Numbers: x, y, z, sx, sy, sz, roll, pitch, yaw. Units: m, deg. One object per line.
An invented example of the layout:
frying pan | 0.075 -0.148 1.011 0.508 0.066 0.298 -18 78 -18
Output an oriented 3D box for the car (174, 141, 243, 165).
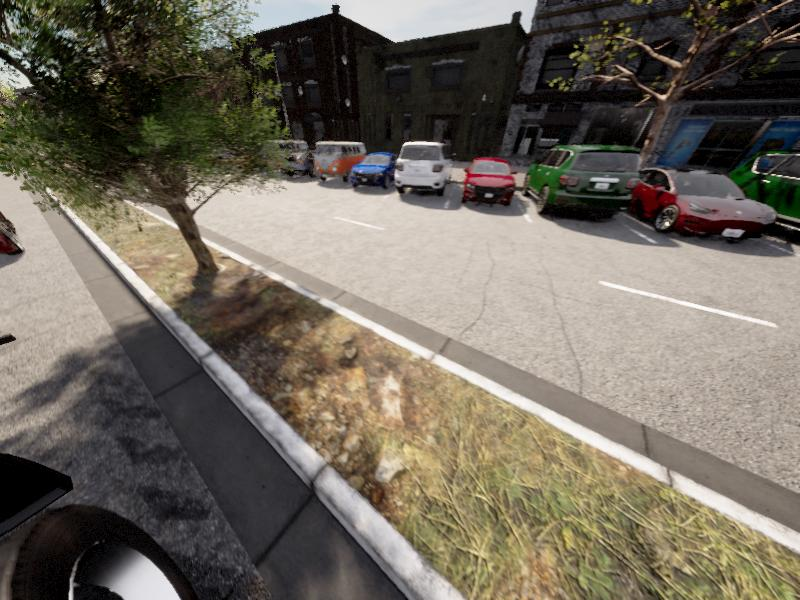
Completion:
car | -18.420 -14.473 22.588 2.185 1.767 4.553 8 35 11

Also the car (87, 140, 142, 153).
car | -43.940 -23.841 35.763 2.231 1.521 4.892 7 35 8

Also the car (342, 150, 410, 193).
car | -1.061 -7.357 12.937 2.097 1.535 5.008 10 36 12

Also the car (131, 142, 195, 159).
car | -28.503 -18.273 28.062 2.097 1.535 5.008 8 35 10

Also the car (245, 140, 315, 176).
car | -8.486 -10.506 16.915 1.878 1.987 4.442 9 35 11

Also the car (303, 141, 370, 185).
car | -3.548 -8.488 14.115 1.878 1.987 4.442 10 35 12

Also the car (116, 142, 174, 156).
car | -33.621 -20.128 30.697 2.002 1.452 4.674 7 35 9

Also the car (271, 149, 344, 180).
car | -5.988 -9.369 15.780 2.163 1.488 4.792 9 35 12

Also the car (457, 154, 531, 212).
car | 3.859 -5.339 10.136 2.097 1.535 5.008 10 36 12

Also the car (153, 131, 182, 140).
car | -55.858 -39.460 55.500 4.674 1.452 2.002 3 41 3

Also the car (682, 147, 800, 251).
car | 11.239 -2.500 5.766 2.435 2.045 5.566 10 36 12

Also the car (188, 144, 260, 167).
car | -15.915 -13.383 21.295 2.231 1.521 4.892 9 35 11

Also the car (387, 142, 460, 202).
car | 1.404 -6.569 11.415 2.435 2.045 5.566 9 35 12

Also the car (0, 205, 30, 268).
car | -10.278 -1.620 4.895 4.181 1.385 1.994 22 41 28

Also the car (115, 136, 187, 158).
car | -31.054 -19.411 29.207 2.435 2.045 5.566 8 35 9

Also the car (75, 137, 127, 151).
car | -49.154 -25.744 38.176 2.185 1.767 4.553 6 35 7

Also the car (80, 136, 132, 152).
car | -46.563 -24.856 36.773 1.878 1.987 4.442 7 35 8

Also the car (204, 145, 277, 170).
car | -13.411 -12.397 19.927 2.097 1.535 5.008 9 35 11

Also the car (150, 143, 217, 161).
car | -23.444 -16.342 25.390 2.097 1.535 5.008 8 35 10

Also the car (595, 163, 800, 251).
car | 8.772 -3.278 7.326 2.163 1.488 4.792 10 36 12

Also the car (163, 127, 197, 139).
car | -54.587 -41.492 57.383 5.566 2.045 2.435 3 41 3

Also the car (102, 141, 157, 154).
car | -38.759 -21.986 33.265 2.002 1.452 4.674 7 35 8

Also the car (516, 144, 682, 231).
car | 6.322 -4.551 8.615 2.435 2.045 5.566 9 35 12

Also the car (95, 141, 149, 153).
car | -41.353 -22.898 34.526 2.002 1.452 4.674 6 35 8

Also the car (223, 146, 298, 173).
car | -10.896 -11.495 18.680 1.946 1.575 5.366 9 35 12
